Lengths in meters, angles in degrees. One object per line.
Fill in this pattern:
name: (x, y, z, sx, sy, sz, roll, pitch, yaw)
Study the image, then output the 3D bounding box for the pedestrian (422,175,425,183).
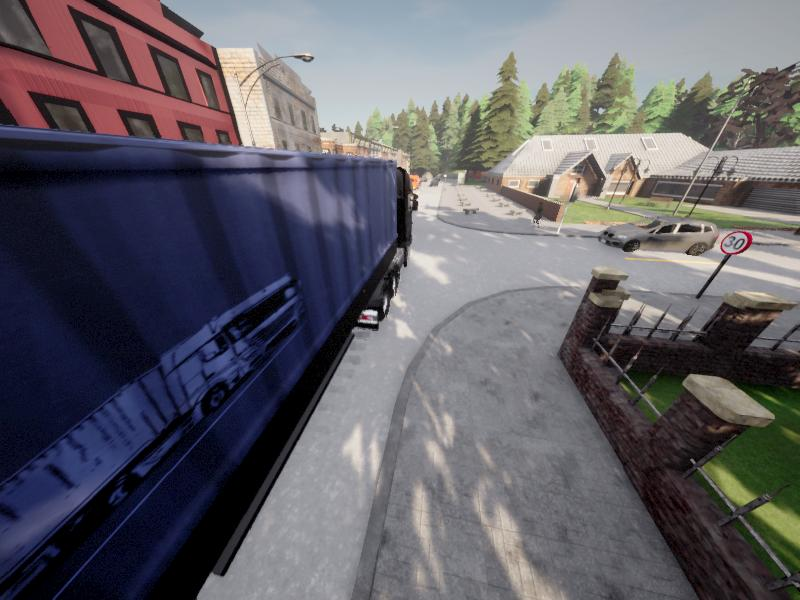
pedestrian: (6.583, -33.702, 64.467, 0.751, 1.860, 0.751, 9, 31, 15)

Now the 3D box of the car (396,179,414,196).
car: (0.881, -19.039, 38.936, 2.150, 2.045, 5.566, 5, 30, 9)

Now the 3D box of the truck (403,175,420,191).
truck: (2.385, -23.415, 46.091, 2.627, 2.467, 5.204, 5, 30, 9)

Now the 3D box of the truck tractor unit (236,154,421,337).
truck tractor unit: (-1.197, -2.559, 8.208, 3.053, 4.208, 6.516, 5, 31, 9)

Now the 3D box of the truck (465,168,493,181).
truck: (27.965, -44.783, 82.180, 8.468, 3.827, 2.891, 5, 30, 8)

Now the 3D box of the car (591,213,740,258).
car: (13.899, -3.616, 12.593, 4.611, 1.667, 2.242, 5, 30, 9)

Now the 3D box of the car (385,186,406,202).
car: (-0.536, -14.777, 32.073, 2.007, 1.525, 4.514, 5, 30, 9)

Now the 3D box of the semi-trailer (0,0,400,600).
semi-trailer: (-2.565, 1.256, 1.411, 2.717, 4.402, 14.254, 5, 30, 9)

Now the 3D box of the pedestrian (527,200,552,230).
pedestrian: (9.748, -5.956, 16.187, 0.751, 1.860, 0.751, -3, 30, -5)

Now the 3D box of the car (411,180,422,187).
car: (3.796, -26.830, 53.181, 1.895, 1.301, 4.718, 5, 30, 8)
